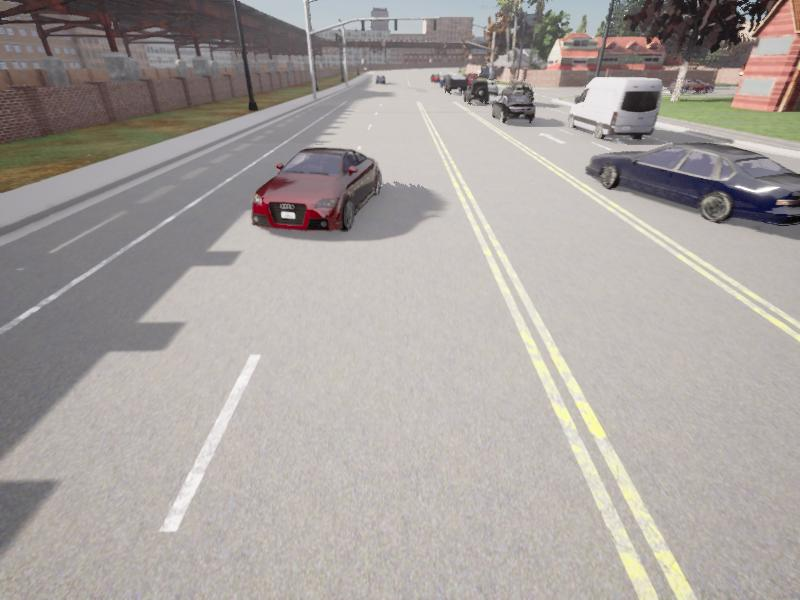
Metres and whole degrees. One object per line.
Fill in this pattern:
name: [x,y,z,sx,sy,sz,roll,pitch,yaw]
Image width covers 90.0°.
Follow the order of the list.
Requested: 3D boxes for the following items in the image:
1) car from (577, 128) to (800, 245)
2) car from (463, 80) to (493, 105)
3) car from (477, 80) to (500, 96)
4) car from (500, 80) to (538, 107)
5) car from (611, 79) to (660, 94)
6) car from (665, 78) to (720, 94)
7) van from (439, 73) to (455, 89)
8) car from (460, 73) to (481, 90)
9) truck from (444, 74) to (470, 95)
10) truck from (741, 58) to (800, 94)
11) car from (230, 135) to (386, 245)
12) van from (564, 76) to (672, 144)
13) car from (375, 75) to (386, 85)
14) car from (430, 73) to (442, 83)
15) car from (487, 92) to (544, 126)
car: [7.296,-3.138,9.976,2.033,1.411,5.357,-11,32,-18]
car: [7.031,-19.037,36.639,1.905,1.878,3.866,0,30,0]
car: [10.537,-25.412,47.924,1.970,1.475,3.806,0,30,0]
car: [10.511,-18.472,35.696,1.932,1.855,4.605,0,31,0]
car: [29.886,-27.161,50.917,4.892,1.490,1.837,0,30,-2]
car: [37.235,-27.297,51.036,5.027,1.651,2.152,-1,30,-1]
van: [7.043,-33.121,60.539,1.775,1.987,4.442,0,31,0]
car: [10.540,-33.124,60.486,2.150,2.045,5.566,0,30,0]
truck: [7.036,-27.032,50.071,2.390,2.098,6.274,0,30,0]
truck: [49.315,-28.404,50.756,8.468,3.827,2.891,-1,30,-1]
car: [-1.784,-2.800,9.416,1.994,1.385,4.181,6,31,10]
van: [10.396,-9.605,19.891,1.988,2.561,5.915,1,30,1]
car: [-3.451,-39.620,71.917,1.845,1.501,3.633,0,31,0]
car: [7.055,-43.821,78.985,2.007,1.525,4.514,0,31,0]
car: [7.024,-12.003,24.998,2.128,1.511,4.902,0,30,0]
